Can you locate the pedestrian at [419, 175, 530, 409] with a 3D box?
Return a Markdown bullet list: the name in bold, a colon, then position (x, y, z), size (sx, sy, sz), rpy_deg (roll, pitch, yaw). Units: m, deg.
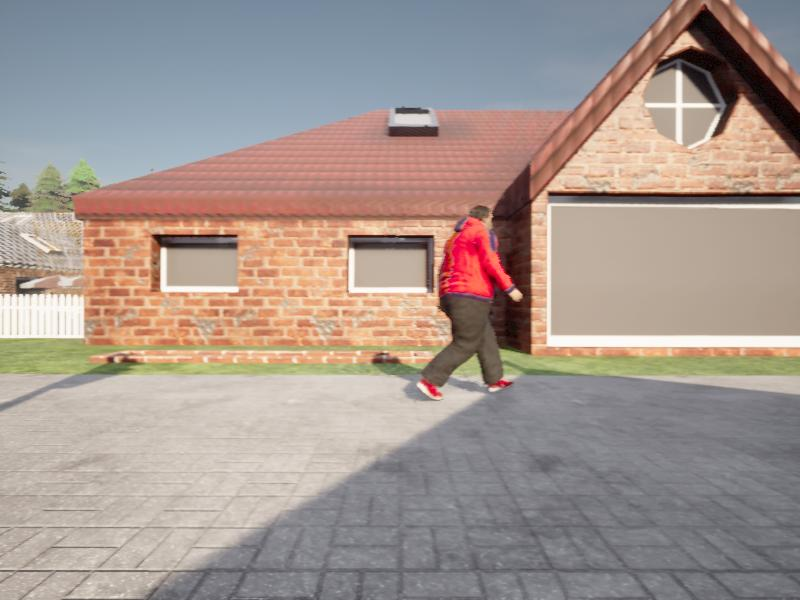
- **pedestrian**: position (0.635, -0.066, 3.627), size (0.751, 1.860, 0.751), rpy_deg (0, 0, -13)
